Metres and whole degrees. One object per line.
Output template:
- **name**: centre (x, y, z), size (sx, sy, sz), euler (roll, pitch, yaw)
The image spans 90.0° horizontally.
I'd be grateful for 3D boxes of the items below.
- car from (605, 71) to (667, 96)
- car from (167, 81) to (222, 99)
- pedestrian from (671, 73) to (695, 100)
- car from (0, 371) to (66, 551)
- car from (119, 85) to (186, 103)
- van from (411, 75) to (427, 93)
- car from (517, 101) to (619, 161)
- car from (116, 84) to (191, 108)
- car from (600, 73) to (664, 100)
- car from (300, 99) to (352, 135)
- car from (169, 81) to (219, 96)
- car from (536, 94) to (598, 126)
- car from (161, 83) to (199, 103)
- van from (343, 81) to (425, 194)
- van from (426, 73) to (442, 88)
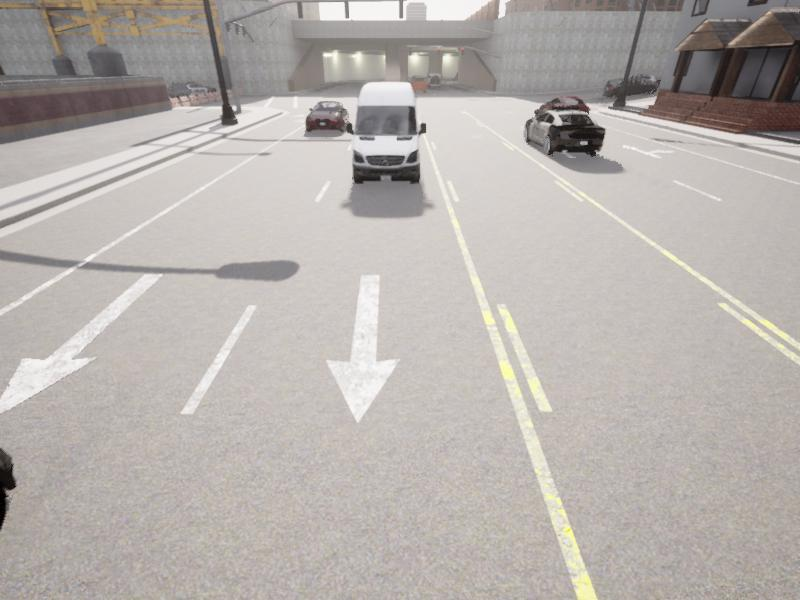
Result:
- **car**: centre (23.973, -22.144, 40.823), size (4.974, 1.542, 2.038), euler (-7, 30, 4)
- **car**: centre (-22.372, -23.026, 43.810), size (2.038, 1.542, 4.974), euler (15, 34, 24)
- **pedestrian**: centre (22.146, -16.677, 31.298), size (0.751, 1.860, 0.751), euler (-1, 30, -1)
- **car**: centre (-3.896, 1.946, 1.317), size (1.994, 1.385, 4.181), euler (0, 30, 0)
- **car**: centre (-21.606, -18.109, 35.087), size (1.853, 1.218, 4.536), euler (26, 39, 36)
- **van**: centre (2.453, -28.627, 53.007), size (1.775, 1.987, 4.442), euler (-1, 30, -1)
- **car**: centre (6.633, -7.147, 16.606), size (1.930, 1.638, 5.238), euler (0, 30, 0)
- **car**: centre (-21.570, -17.992, 35.199), size (2.038, 1.542, 4.974), euler (26, 39, 36)
- **car**: centre (21.852, -20.207, 37.885), size (4.611, 1.667, 2.242), euler (-6, 30, 3)
- **car**: centre (-3.898, -10.029, 21.802), size (1.994, 1.385, 4.181), euler (0, 30, 0)
- **car**: centre (-22.397, -23.139, 43.691), size (1.853, 1.218, 4.536), euler (15, 34, 24)
- **car**: centre (10.220, -11.886, 24.909), size (1.812, 1.442, 4.674), euler (-1, 30, -1)
- **car**: centre (-21.582, -20.318, 39.177), size (2.038, 1.542, 4.974), euler (-20, 36, -31)
- **van**: centre (-0.389, -5.536, 12.960), size (1.988, 2.561, 5.915), euler (0, 30, 0)
- **van**: centre (5.582, -36.069, 65.689), size (2.069, 2.038, 4.480), euler (-1, 31, -1)
